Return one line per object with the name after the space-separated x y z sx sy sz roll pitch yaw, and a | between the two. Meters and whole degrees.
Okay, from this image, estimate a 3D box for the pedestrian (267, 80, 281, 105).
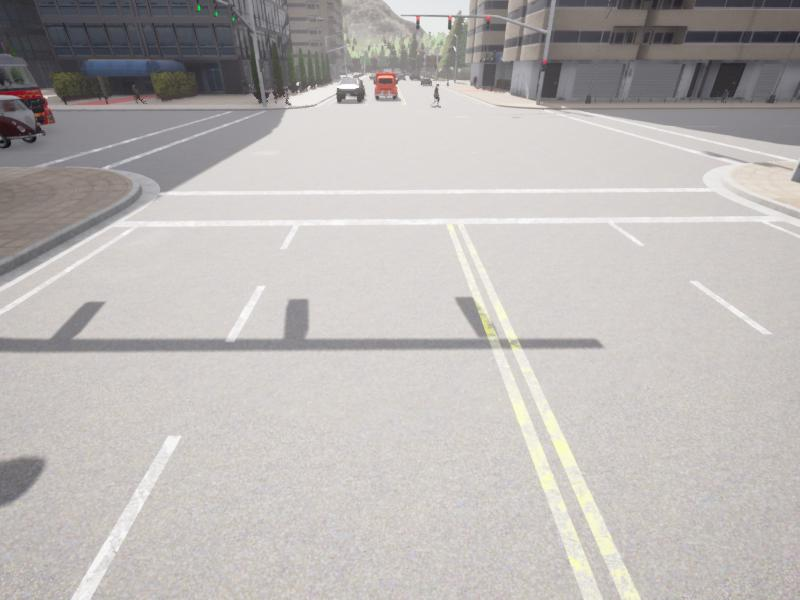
-10.696 -17.661 34.058 0.751 1.860 0.751 -2 30 -4 | pedestrian

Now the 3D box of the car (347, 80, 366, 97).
-5.100 -24.990 47.236 1.801 1.575 5.366 -1 30 -1 | car

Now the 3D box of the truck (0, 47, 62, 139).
-22.769 -10.174 19.639 8.468 3.827 2.891 -1 30 -2 | truck

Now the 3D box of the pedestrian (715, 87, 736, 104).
28.512 -17.919 35.064 0.751 1.300 0.751 -1 30 -1 | pedestrian

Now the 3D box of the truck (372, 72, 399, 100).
-1.522 -22.950 42.861 2.627 2.467 5.204 -1 30 -1 | truck

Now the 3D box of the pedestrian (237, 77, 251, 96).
-17.290 -23.701 44.374 0.751 1.860 0.751 21 36 32 | pedestrian

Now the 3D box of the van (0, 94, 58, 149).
-18.068 -7.700 17.226 4.442 1.987 1.775 -1 30 -2 | van

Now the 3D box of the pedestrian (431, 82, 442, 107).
3.106 -17.474 34.042 0.751 1.860 0.751 -2 30 -3 | pedestrian

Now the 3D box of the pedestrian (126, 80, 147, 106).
-22.155 -17.431 33.663 0.751 1.860 0.751 -2 30 -4 | pedestrian

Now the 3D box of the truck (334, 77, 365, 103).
-4.963 -21.264 40.341 2.390 2.098 6.274 -1 30 -1 | truck

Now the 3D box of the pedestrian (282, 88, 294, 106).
-9.302 -16.841 33.209 0.751 1.300 0.751 -8 31 -13 | pedestrian
